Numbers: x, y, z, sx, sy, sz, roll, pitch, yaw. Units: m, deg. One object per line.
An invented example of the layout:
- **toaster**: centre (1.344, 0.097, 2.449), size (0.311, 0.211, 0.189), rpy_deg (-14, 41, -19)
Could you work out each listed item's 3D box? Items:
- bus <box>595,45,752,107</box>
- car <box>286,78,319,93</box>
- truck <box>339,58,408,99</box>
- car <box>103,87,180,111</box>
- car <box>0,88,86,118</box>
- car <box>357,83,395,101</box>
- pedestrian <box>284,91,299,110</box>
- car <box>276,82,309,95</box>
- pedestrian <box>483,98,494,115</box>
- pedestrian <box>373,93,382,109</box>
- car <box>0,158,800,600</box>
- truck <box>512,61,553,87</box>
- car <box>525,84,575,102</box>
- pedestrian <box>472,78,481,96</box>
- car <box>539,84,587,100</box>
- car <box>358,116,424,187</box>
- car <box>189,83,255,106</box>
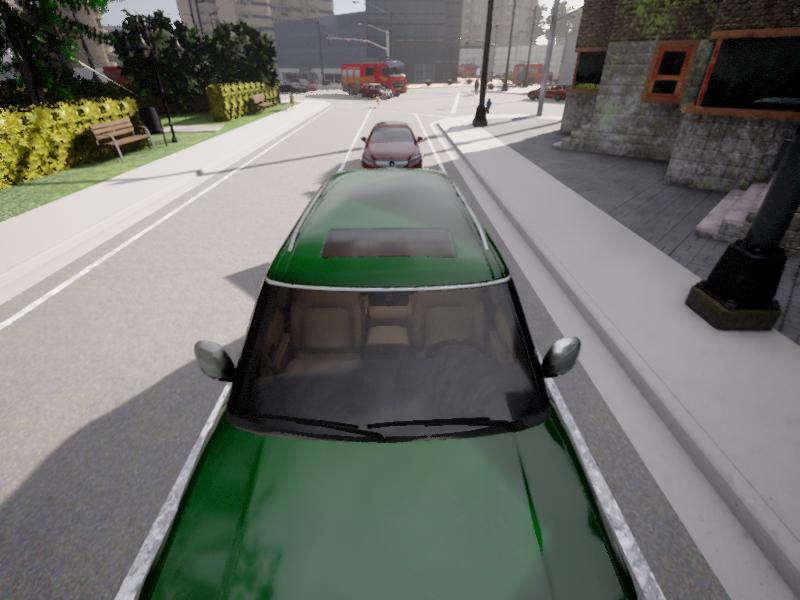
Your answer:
- **bus**: centre (24.100, -20.124, 36.061), size (10.273, 4.253, 3.944), rpy_deg (25, 39, 38)
- **car**: centre (-13.727, -30.160, 56.095), size (4.553, 1.767, 2.097), rpy_deg (25, 39, 37)
- **truck**: centre (-3.140, -25.879, 46.609), size (8.468, 3.827, 2.891), rpy_deg (26, 39, 37)
- **car**: centre (-21.513, -16.845, 33.439), size (2.163, 1.488, 4.792), rpy_deg (26, 39, 37)
- **car**: centre (-26.405, -14.418, 29.138), size (2.152, 1.651, 5.027), rpy_deg (27, 39, 37)
- **car**: centre (-2.581, -22.140, 42.517), size (3.806, 1.475, 1.970), rpy_deg (26, 39, 37)
- **pedestrian**: centre (-8.222, -15.136, 30.342), size (0.751, 1.300, 0.751), rpy_deg (0, 30, -1)
- **car**: centre (-14.048, -27.675, 52.214), size (4.181, 1.385, 1.994), rpy_deg (26, 39, 37)
- **pedestrian**: centre (6.240, -13.656, 28.230), size (0.500, 1.100, 0.500), rpy_deg (0, 30, 1)
- **pedestrian**: centre (-1.834, -16.350, 32.899), size (0.500, 1.100, 0.500), rpy_deg (17, 34, 26)
- **car**: centre (-0.083, 0.352, 3.444), size (2.150, 2.045, 5.566), rpy_deg (-1, 29, -1)
- **truck**: centre (24.107, -41.095, 72.675), size (8.468, 3.827, 2.891), rpy_deg (-26, 39, -37)
- **car**: centre (15.029, -20.927, 40.342), size (4.193, 1.474, 1.816), rpy_deg (26, 39, 37)
- **pedestrian**: centre (9.005, -25.019, 47.019), size (0.751, 1.860, 0.751), rpy_deg (14, 33, 22)
- **car**: centre (17.313, -22.223, 42.673), size (4.181, 1.385, 1.994), rpy_deg (26, 39, 37)
- **car**: centre (-0.272, -5.122, 13.378), size (1.812, 1.442, 4.674), rpy_deg (0, 30, -1)
- **car**: centre (-16.632, -19.388, 37.657), size (5.027, 1.651, 2.152), rpy_deg (-27, 39, -38)
